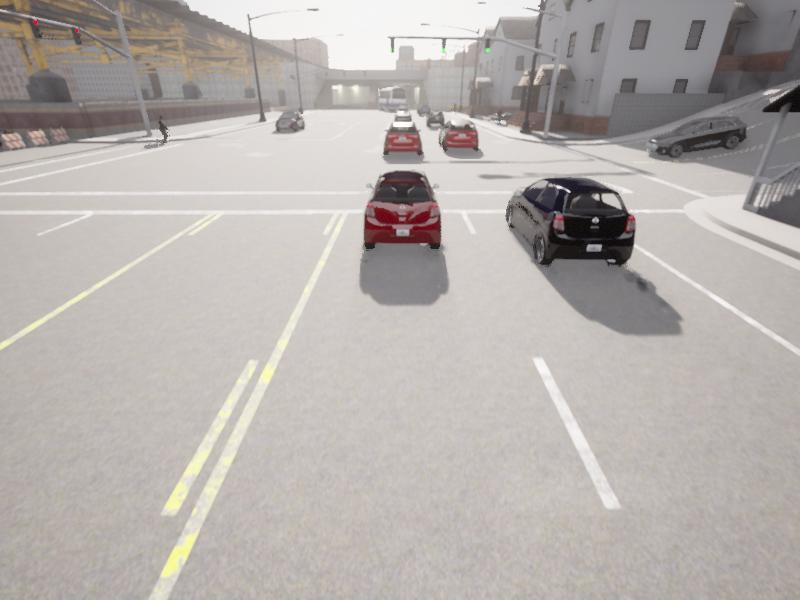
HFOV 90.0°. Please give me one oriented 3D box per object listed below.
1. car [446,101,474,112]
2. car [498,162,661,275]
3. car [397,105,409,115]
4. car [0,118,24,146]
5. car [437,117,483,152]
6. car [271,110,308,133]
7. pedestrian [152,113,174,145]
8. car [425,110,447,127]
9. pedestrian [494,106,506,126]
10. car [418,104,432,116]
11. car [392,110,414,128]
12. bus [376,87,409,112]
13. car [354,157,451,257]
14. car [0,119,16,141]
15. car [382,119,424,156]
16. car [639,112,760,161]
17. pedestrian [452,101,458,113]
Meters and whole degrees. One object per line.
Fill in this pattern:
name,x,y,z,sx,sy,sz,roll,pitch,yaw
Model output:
car,12.011,-38.712,80.020,5.366,1.575,1.801,-3,27,1
car,3.556,-1.977,8.821,1.845,1.501,3.633,0,27,0
car,0.558,-33.553,70.428,2.033,1.411,5.357,0,27,0
car,-27.050,-10.242,24.710,2.038,1.542,4.974,14,30,25
car,3.694,-10.595,25.461,2.242,1.667,4.611,1,27,0
car,-10.212,-16.729,37.380,2.033,1.649,4.856,0,27,0
pedestrian,-15.656,-11.285,26.445,0.751,1.860,0.751,-21,34,-35
car,3.834,-19.639,43.220,2.007,1.525,4.514,0,27,0
pedestrian,10.370,-19.139,41.525,0.751,1.860,0.751,-8,28,-16
car,4.011,-30.752,64.729,2.033,1.649,4.856,0,27,0
car,0.328,-19.198,42.364,2.128,1.511,4.902,0,27,0
bus,-1.725,-41.106,82.003,3.944,4.253,10.273,-8,28,-15
car,0.062,-2.392,9.614,1.845,1.501,3.633,0,27,0
car,-27.075,-10.361,24.598,1.853,1.218,4.536,14,30,25
car,0.175,-9.737,23.772,2.242,1.667,4.611,0,27,0
car,16.316,-9.050,22.067,4.856,1.649,2.033,-8,27,3
pedestrian,9.399,-32.937,68.387,0.751,1.860,0.751,0,27,1
